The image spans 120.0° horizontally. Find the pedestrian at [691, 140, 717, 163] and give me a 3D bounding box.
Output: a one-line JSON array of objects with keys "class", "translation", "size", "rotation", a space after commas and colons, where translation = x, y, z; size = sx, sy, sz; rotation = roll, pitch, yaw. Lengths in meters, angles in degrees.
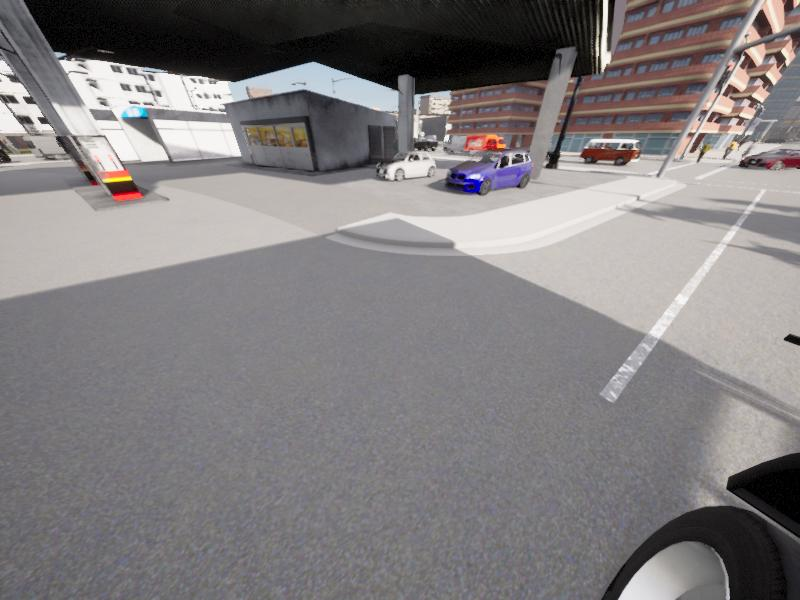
[{"class": "pedestrian", "translation": [30.210, -14.746, 22.974], "size": [0.751, 1.860, 0.751], "rotation": [-30, 45, -35]}]

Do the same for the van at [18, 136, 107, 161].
[{"class": "van", "translation": [-44.196, -20.132, 30.599], "size": [1.988, 2.561, 5.915], "rotation": [9, 36, 13]}]

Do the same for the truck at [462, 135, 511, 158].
[{"class": "truck", "translation": [11.475, -20.689, 31.055], "size": [2.627, 2.467, 5.204], "rotation": [-23, 41, -28]}]

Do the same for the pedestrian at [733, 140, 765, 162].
[{"class": "pedestrian", "translation": [35.121, -14.989, 23.284], "size": [0.751, 1.860, 0.751], "rotation": [5, 35, 7]}]

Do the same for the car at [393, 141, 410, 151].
[{"class": "car", "translation": [0.300, -32.597, 48.852], "size": [1.845, 1.501, 3.633], "rotation": [-23, 41, -29]}]

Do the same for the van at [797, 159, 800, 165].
[{"class": "van", "translation": [39.144, -13.587, 21.151], "size": [4.480, 2.038, 2.069], "rotation": [-22, 41, -28]}]

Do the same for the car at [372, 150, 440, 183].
[{"class": "car", "translation": [0.407, -8.529, 14.642], "size": [3.806, 1.475, 1.970], "rotation": [-22, 41, -28]}]

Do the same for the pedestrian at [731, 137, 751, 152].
[{"class": "pedestrian", "translation": [53.453, -24.368, 36.199], "size": [0.751, 1.860, 0.751], "rotation": [-13, 37, -18]}]

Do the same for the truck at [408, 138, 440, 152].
[{"class": "truck", "translation": [4.393, -29.584, 44.053], "size": [2.390, 2.098, 6.274], "rotation": [-23, 41, -29]}]

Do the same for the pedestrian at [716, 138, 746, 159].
[{"class": "pedestrian", "translation": [35.270, -16.139, 24.651], "size": [0.751, 1.860, 0.751], "rotation": [5, 36, 8]}]

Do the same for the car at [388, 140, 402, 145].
[{"class": "car", "translation": [-1.495, -52.052, 76.361], "size": [4.181, 1.385, 1.994], "rotation": [-22, 41, -27]}]

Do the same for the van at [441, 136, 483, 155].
[{"class": "van", "translation": [9.886, -25.370, 37.748], "size": [2.351, 2.431, 6.366], "rotation": [-23, 41, -29]}]

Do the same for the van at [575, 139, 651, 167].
[{"class": "van", "translation": [19.783, -13.887, 21.715], "size": [2.069, 2.038, 4.480], "rotation": [-23, 41, -29]}]

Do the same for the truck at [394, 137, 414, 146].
[{"class": "truck", "translation": [1.299, -51.027, 74.245], "size": [6.274, 2.098, 2.390], "rotation": [-23, 41, -27]}]

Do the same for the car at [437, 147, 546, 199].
[{"class": "car", "translation": [4.324, -6.214, 11.049], "size": [4.611, 1.667, 2.242], "rotation": [-22, 41, -28]}]

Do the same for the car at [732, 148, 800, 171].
[{"class": "car", "translation": [30.520, -11.368, 18.646], "size": [4.181, 1.385, 1.994], "rotation": [-3, 35, -4]}]

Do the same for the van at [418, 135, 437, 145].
[{"class": "van", "translation": [9.289, -54.512, 78.578], "size": [6.366, 2.431, 2.351], "rotation": [-23, 41, -27]}]

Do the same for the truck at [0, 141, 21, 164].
[{"class": "truck", "translation": [-45.840, -15.212, 24.009], "size": [2.390, 2.098, 6.274], "rotation": [0, 35, 0]}]

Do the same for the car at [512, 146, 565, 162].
[{"class": "car", "translation": [15.760, -16.815, 26.546], "size": [1.895, 1.301, 4.718], "rotation": [-23, 41, -29]}]
